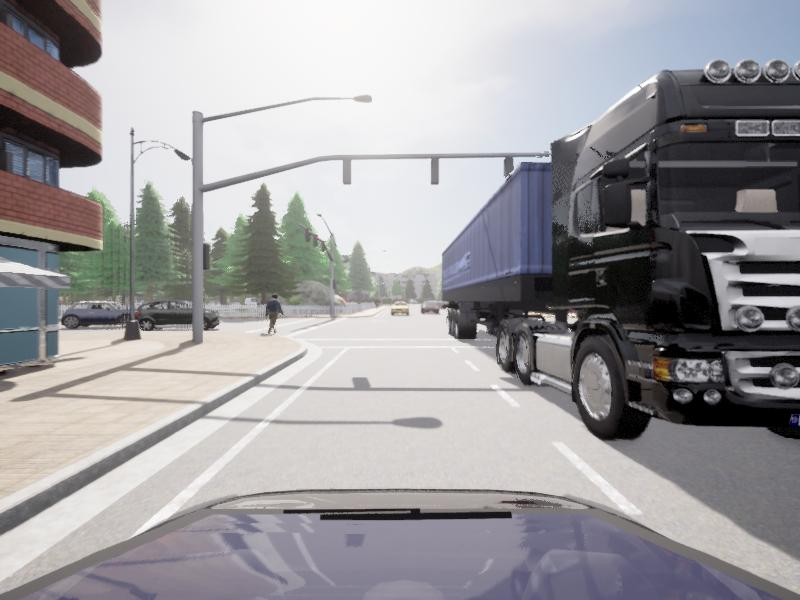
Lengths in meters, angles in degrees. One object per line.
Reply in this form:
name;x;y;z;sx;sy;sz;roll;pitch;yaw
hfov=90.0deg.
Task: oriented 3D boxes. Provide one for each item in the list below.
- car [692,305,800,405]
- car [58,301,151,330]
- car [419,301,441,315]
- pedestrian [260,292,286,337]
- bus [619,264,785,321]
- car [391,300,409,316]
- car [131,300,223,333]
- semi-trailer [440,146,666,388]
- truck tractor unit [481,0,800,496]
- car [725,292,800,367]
car;6.998;0.850;5.875;1.837;1.490;4.892;0;0;0
car;-16.492;0.817;22.560;3.806;1.475;1.970;0;0;-21
car;3.498;0.890;47.340;2.163;1.488;4.792;0;0;0
pedestrian;-5.421;0.596;17.095;0.751;1.860;0.751;0;0;21
bus;23.610;-0.563;31.800;10.273;4.253;3.944;0;0;0
car;0.044;0.837;42.721;1.801;1.575;5.366;0;0;2
car;-11.157;0.777;20.284;3.705;1.549;1.789;0;0;-12
semi-trailer;3.501;-0.623;14.440;2.717;4.402;14.254;0;0;0
truck tractor unit;3.502;-0.504;6.525;3.053;4.208;6.516;0;0;0
car;10.501;0.703;9.367;2.097;1.767;4.553;0;0;0
